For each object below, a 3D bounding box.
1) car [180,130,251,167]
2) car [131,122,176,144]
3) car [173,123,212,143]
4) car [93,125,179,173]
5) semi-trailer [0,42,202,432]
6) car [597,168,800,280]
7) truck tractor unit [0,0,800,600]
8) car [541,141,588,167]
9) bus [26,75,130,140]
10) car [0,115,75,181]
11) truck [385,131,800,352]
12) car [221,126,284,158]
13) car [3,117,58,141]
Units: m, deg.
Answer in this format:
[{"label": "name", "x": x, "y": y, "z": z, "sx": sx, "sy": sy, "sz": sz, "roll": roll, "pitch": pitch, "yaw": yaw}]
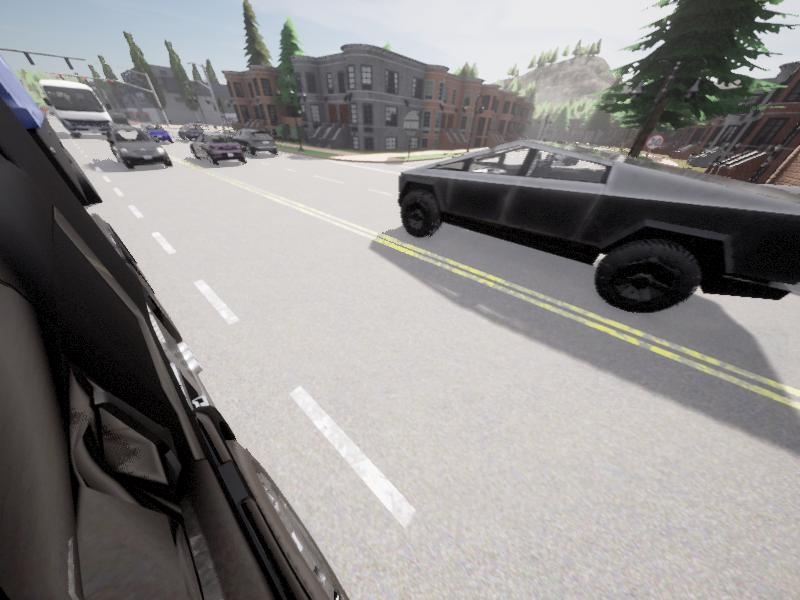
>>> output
[{"label": "car", "x": -11.134, "y": -9.216, "z": 13.938, "sx": 4.193, "sy": 1.474, "sz": 1.816, "roll": 28, "pitch": 44, "yaw": 30}, {"label": "car", "x": -23.359, "y": -15.794, "z": 21.859, "sx": 4.193, "sy": 1.474, "sz": 1.816, "roll": 28, "pitch": 44, "yaw": 30}, {"label": "car", "x": -22.291, "y": -17.967, "z": 24.822, "sx": 4.193, "sy": 1.474, "sz": 1.816, "roll": 28, "pitch": 44, "yaw": 30}, {"label": "car", "x": -13.310, "y": -7.690, "z": 11.652, "sx": 3.988, "sy": 1.617, "sz": 1.851, "roll": 28, "pitch": 44, "yaw": 30}, {"label": "semi-trailer", "x": -8.696, "y": -3.620, "z": 4.211, "sx": 14.254, "sy": 4.402, "sz": 2.717, "roll": 28, "pitch": 44, "yaw": 30}, {"label": "car", "x": 8.154, "y": -1.895, "z": 5.486, "sx": 1.837, "sy": 1.490, "sz": 4.892, "roll": -30, "pitch": 48, "yaw": -35}, {"label": "truck tractor unit", "x": -2.645, "y": -0.295, "z": 0.352, "sx": 6.516, "sy": 4.208, "sz": 3.053, "roll": 28, "pitch": 44, "yaw": 30}, {"label": "car", "x": 14.853, "y": -13.179, "z": 20.768, "sx": 2.033, "sy": 1.649, "sz": 4.856, "roll": 30, "pitch": 45, "yaw": 31}, {"label": "bus", "x": -32.274, "y": -19.074, "z": 23.311, "sx": 10.273, "sy": 4.253, "sz": 3.944, "roll": 28, "pitch": 44, "yaw": 30}, {"label": "car", "x": -15.903, "y": -6.450, "z": 9.601, "sx": 4.605, "sy": 1.855, "sz": 1.932, "roll": 29, "pitch": 44, "yaw": 29}, {"label": "truck", "x": 2.822, "y": -1.966, "z": 4.720, "sx": 6.274, "sy": 2.098, "sz": 2.390, "roll": 28, "pitch": 44, "yaw": 30}, {"label": "car", "x": -11.300, "y": -12.122, "z": 17.663, "sx": 4.856, "sy": 1.649, "sz": 2.033, "roll": 28, "pitch": 44, "yaw": 30}, {"label": "car", "x": -30.886, "y": -14.368, "z": 19.411, "sx": 3.633, "sy": 1.501, "sz": 1.845, "roll": 28, "pitch": 44, "yaw": 30}]
